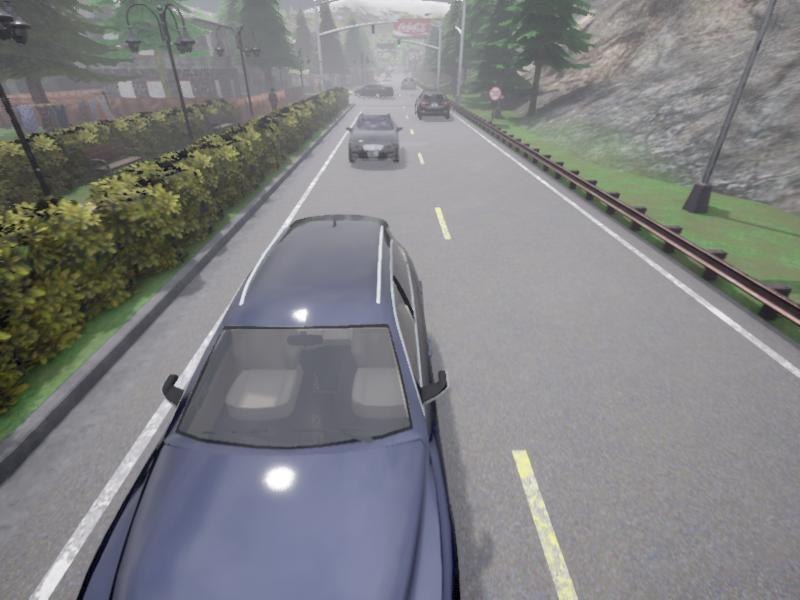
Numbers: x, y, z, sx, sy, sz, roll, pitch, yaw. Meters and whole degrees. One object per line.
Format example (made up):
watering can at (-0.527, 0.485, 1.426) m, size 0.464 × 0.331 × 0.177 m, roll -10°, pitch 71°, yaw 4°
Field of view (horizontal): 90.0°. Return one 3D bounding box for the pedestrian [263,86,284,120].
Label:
pedestrian at (-7.834, -12.246, 24.861) m, size 0.751 × 1.860 × 0.751 m, roll 1°, pitch 30°, yaw 1°

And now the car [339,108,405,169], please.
car at (-0.958, -6.373, 15.476) m, size 2.128 × 1.511 × 4.902 m, roll -1°, pitch 30°, yaw -1°

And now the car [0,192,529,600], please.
car at (-0.670, 0.538, 3.495) m, size 2.033 × 1.649 × 4.856 m, roll -1°, pitch 30°, yaw -1°

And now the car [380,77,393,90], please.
car at (-2.072, -33.312, 61.505) m, size 1.801 × 1.575 × 5.366 m, roll -1°, pitch 30°, yaw -1°

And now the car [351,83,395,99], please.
car at (-3.051, -23.906, 45.753) m, size 4.892 × 1.490 × 1.837 m, roll 19°, pitch 34°, yaw 30°

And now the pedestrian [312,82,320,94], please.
pedestrian at (-11.106, -27.960, 52.704) m, size 0.751 × 1.300 × 0.751 m, roll 1°, pitch 30°, yaw 3°

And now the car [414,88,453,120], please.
car at (2.234, -13.830, 28.109) m, size 2.242 × 1.667 × 4.611 m, roll -1°, pitch 30°, yaw -1°

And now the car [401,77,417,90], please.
car at (1.376, -34.506, 63.730) m, size 2.242 × 1.667 × 4.611 m, roll -1°, pitch 30°, yaw -1°
